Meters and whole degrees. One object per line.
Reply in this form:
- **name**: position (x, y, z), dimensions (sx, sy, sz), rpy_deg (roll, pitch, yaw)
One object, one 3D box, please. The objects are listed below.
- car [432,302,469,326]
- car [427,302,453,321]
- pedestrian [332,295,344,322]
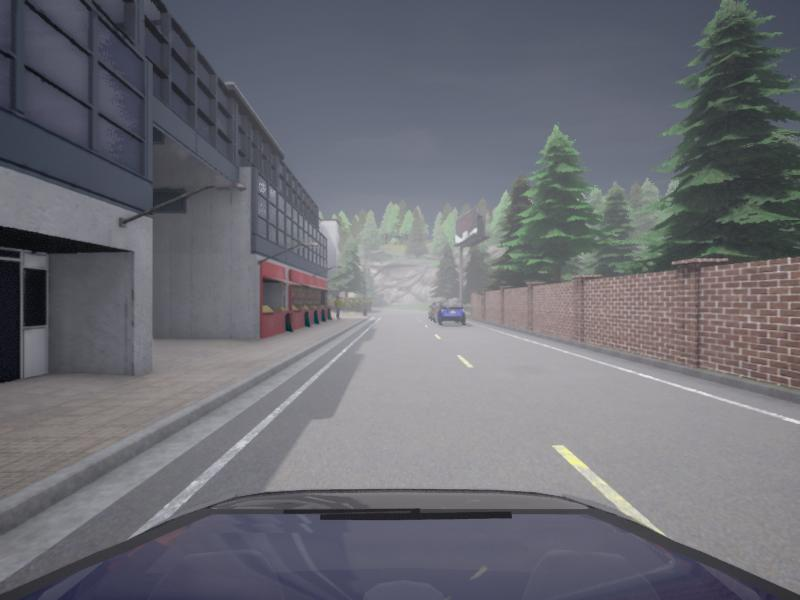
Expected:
- **car**: position (3.409, 0.911, 27.891), dimensions (2.007, 1.525, 4.514), rpy_deg (0, 0, 0)
- **car**: position (3.388, 0.917, 34.364), dimensions (1.789, 1.549, 3.705), rpy_deg (0, 0, 0)
- **pedestrian**: position (-4.324, 0.569, 28.123), dimensions (0.751, 1.860, 0.751), rpy_deg (0, 0, -2)
